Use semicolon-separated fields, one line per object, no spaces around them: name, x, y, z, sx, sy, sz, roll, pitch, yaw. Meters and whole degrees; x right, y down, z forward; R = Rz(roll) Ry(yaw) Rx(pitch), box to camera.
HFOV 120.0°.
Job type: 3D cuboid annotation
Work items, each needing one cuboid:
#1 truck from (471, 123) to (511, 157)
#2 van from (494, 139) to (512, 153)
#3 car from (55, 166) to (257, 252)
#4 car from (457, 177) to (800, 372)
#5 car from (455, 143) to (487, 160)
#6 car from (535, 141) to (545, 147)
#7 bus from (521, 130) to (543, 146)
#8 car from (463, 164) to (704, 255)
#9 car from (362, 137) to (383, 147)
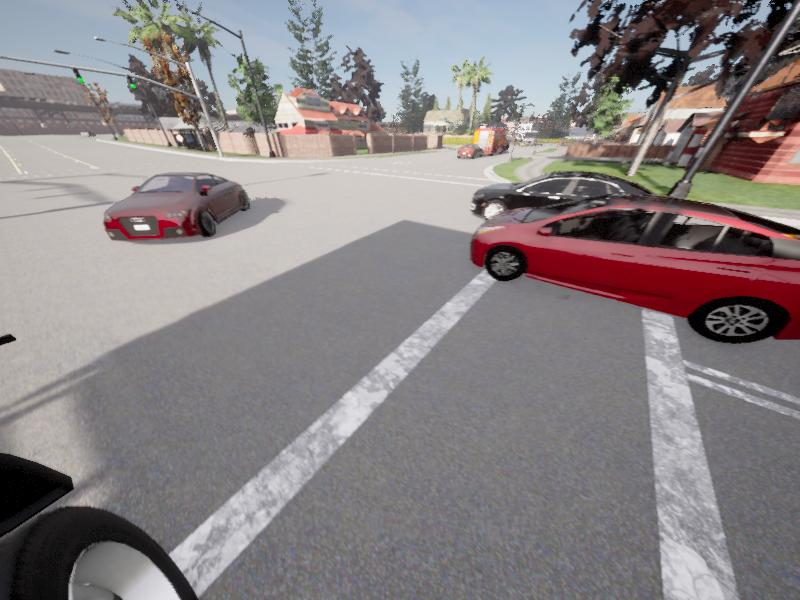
truck;14.012;-24.429;35.340;2.891;3.827;8.468;21;40;27
van;18.801;-27.991;42.027;1.775;1.987;4.442;19;39;25
car;-6.303;-2.975;6.871;1.994;1.385;4.181;-5;36;-7
car;3.605;-0.936;3.942;4.514;1.525;2.007;22;41;28
car;9.314;-19.454;30.155;2.152;1.651;5.027;21;40;27
car;45.488;-50.721;75.079;1.895;1.301;4.718;21;40;27
bus;44.770;-54.830;78.334;3.944;4.253;10.273;21;40;27
car;4.660;-2.954;6.842;4.892;1.490;1.837;22;41;28
car;-6.331;-36.578;53.376;4.605;1.855;1.932;21;40;27
